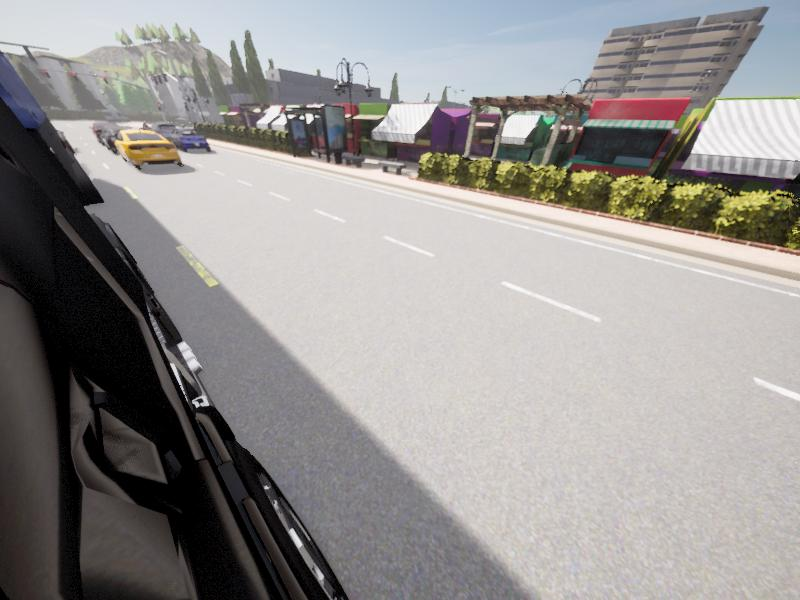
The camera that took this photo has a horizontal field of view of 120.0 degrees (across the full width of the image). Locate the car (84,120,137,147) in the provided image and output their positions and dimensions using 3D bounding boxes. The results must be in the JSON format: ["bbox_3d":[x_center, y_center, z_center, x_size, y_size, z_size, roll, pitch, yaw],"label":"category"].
[{"bbox_3d":[-24.203,-13.950,19.309,5.008,1.535,1.882,29,44,30],"label":"car"}]

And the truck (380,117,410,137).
[{"bbox_3d":[-1.281,-46.634,62.423,2.891,3.827,8.468,30,45,31],"label":"truck"}]

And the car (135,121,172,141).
[{"bbox_3d":[-25.801,-17.689,24.183,3.633,1.501,1.845,31,45,32],"label":"car"}]

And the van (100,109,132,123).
[{"bbox_3d":[-73.336,-47.523,59.798,1.988,2.561,5.915,-7,38,-13],"label":"van"}]

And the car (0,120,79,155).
[{"bbox_3d":[-22.724,-10.327,14.636,4.792,1.488,2.163,29,44,30],"label":"car"}]

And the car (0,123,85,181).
[{"bbox_3d":[-15.924,-6.608,10.069,5.366,1.575,1.801,29,44,30],"label":"car"}]

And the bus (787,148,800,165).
[{"bbox_3d":[58.689,-20.038,30.618,3.944,4.253,10.273,29,44,30],"label":"bus"}]

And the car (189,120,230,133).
[{"bbox_3d":[-34.287,-31.354,41.713,2.152,1.651,5.027,31,45,32],"label":"car"}]

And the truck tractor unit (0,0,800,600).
[{"bbox_3d":[-2.645,-0.295,0.351,6.516,4.208,3.053,28,44,30],"label":"truck tractor unit"}]

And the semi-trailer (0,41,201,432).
[{"bbox_3d":[-8.678,-3.631,4.228,14.254,4.402,2.717,29,44,30],"label":"semi-trailer"}]

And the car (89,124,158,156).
[{"bbox_3d":[-19.029,-11.078,15.884,4.792,1.488,2.163,29,44,30],"label":"car"}]

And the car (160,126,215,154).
[{"bbox_3d":[-16.379,-12.384,17.804,4.193,1.474,1.816,29,44,30],"label":"car"}]

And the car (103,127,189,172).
[{"bbox_3d":[-13.361,-7.999,12.121,5.008,1.535,1.882,29,44,30],"label":"car"}]

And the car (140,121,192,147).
[{"bbox_3d":[-21.314,-15.172,21.054,4.856,1.649,2.033,29,44,30],"label":"car"}]
